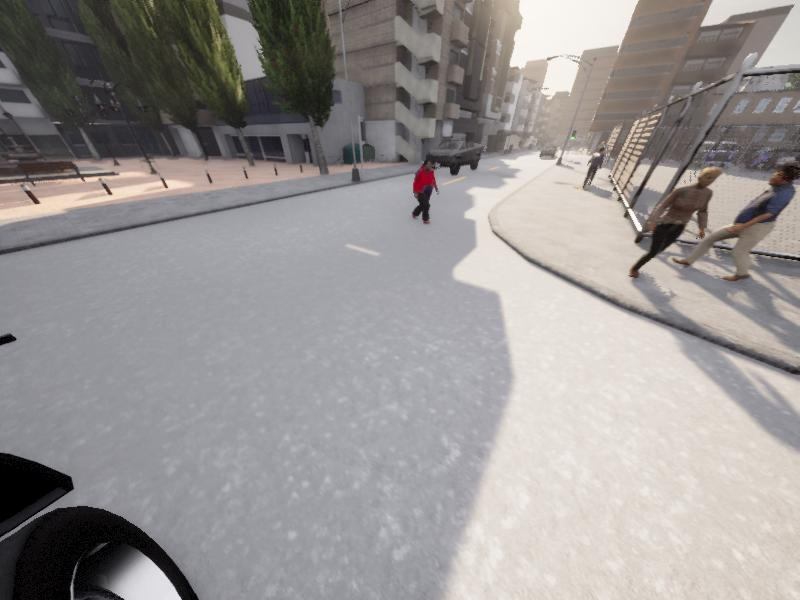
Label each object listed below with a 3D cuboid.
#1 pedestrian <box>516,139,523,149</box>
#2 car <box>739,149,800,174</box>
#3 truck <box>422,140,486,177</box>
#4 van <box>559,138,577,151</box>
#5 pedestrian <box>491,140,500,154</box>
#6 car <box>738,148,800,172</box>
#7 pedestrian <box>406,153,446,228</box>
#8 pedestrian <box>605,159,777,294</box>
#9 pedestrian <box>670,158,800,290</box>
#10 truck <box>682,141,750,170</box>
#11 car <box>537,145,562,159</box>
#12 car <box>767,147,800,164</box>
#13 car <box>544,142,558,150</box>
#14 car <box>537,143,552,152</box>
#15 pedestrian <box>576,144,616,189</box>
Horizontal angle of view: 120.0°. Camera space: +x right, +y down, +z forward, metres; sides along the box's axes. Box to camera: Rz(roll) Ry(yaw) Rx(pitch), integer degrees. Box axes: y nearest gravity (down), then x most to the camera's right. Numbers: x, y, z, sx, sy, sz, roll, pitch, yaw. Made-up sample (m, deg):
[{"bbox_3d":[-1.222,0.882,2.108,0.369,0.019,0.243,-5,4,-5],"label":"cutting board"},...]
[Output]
[{"bbox_3d":[27.058,-35.158,52.158,0.751,1.860,0.751,22,41,28],"label":"pedestrian"},{"bbox_3d":[31.917,-11.775,19.513,2.033,1.415,5.357,22,40,27],"label":"car"},{"bbox_3d":[4.353,-11.185,17.990,2.390,2.098,6.274,21,40,27],"label":"truck"},{"bbox_3d":[40.630,-37.564,55.778,2.351,2.431,6.366,22,40,27],"label":"van"},{"bbox_3d":[15.120,-24.222,36.551,0.751,1.860,0.751,-27,43,-33],"label":"pedestrian"},{"bbox_3d":[32.015,-11.683,19.259,3.705,1.547,1.789,22,40,27],"label":"car"},{"bbox_3d":[0.709,-3.232,6.844,0.751,1.860,0.751,-21,40,-27],"label":"pedestrian"},{"bbox_3d":[4.326,-1.140,3.708,0.751,1.860,0.751,15,38,20],"label":"pedestrian"},{"bbox_3d":[5.755,-1.226,3.841,0.751,1.860,0.751,18,39,24],"label":"pedestrian"},{"bbox_3d":[28.740,-13.405,21.260,2.069,2.038,4.478,22,40,27],"label":"truck"},{"bbox_3d":[20.978,-20.784,32.345,2.033,1.411,5.357,22,40,27],"label":"car"},{"bbox_3d":[46.163,-16.210,25.955,4.892,1.490,1.837,21,40,27],"label":"car"},{"bbox_3d":[40.280,-40.913,61.479,2.152,1.651,5.027,22,40,27],"label":"car"},{"bbox_3d":[33.001,-34.816,52.727,1.970,1.475,3.806,22,40,27],"label":"car"},{"bbox_3d":[9.855,-6.745,11.683,0.751,1.860,0.751,-26,43,-32],"label":"pedestrian"}]
